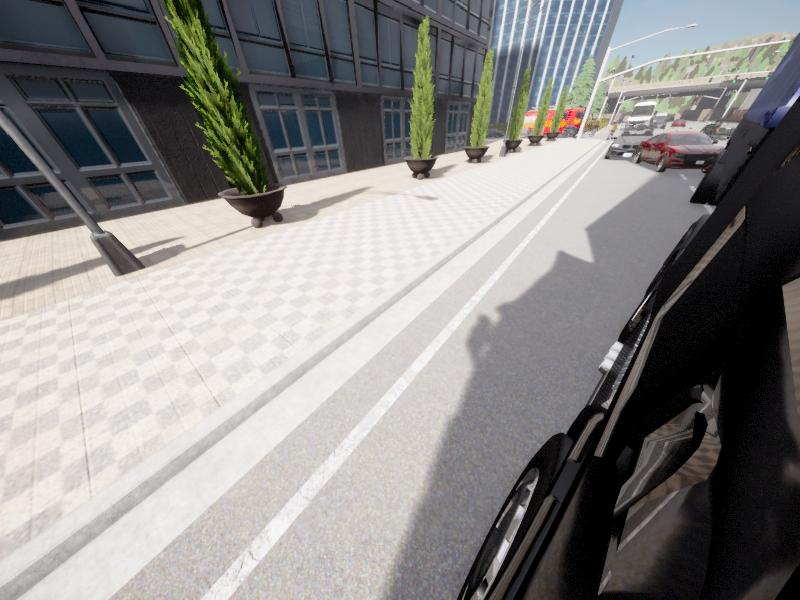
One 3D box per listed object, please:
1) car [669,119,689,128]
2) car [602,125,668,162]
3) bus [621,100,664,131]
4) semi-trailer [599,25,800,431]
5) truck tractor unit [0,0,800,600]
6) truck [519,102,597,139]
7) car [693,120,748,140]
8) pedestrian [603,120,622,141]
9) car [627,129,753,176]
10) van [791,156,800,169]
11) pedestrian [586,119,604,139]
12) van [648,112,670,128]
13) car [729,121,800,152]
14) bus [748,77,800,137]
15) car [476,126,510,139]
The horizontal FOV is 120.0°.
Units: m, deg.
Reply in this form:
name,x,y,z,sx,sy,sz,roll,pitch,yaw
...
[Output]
name,x,y,z,sx,sy,sz,roll,pitch,yaw
car,59.352,-37.689,49.172,1.994,1.385,4.181,24,44,31
car,15.112,-10.227,14.983,2.242,1.667,4.611,24,44,32
bus,47.631,-36.319,45.659,3.944,4.253,10.273,24,44,31
semi-trailer,8.615,-3.661,4.309,14.254,4.402,2.717,-29,44,-31
truck tractor unit,2.645,-0.295,0.351,6.516,4.208,3.053,-28,44,-30
truck,22.968,-26.348,34.213,8.468,3.827,2.891,26,46,33
car,32.603,-17.482,23.681,1.789,1.549,3.705,17,41,23
pedestrian,23.852,-18.979,25.921,0.751,1.860,0.751,9,38,15
car,13.673,-7.447,11.454,1.882,1.535,5.008,12,39,19
van,17.463,-5.343,7.672,2.351,2.431,6.366,24,44,31
pedestrian,23.280,-20.404,27.605,0.751,1.860,0.751,-12,38,-12
van,55.761,-38.727,49.803,1.988,2.561,5.915,24,44,31
car,25.708,-11.414,16.038,2.128,1.511,4.902,24,44,31
bus,39.922,-17.753,21.307,10.273,4.253,3.944,-12,37,-14
car,15.858,-28.775,39.728,4.856,1.649,2.033,24,44,31
